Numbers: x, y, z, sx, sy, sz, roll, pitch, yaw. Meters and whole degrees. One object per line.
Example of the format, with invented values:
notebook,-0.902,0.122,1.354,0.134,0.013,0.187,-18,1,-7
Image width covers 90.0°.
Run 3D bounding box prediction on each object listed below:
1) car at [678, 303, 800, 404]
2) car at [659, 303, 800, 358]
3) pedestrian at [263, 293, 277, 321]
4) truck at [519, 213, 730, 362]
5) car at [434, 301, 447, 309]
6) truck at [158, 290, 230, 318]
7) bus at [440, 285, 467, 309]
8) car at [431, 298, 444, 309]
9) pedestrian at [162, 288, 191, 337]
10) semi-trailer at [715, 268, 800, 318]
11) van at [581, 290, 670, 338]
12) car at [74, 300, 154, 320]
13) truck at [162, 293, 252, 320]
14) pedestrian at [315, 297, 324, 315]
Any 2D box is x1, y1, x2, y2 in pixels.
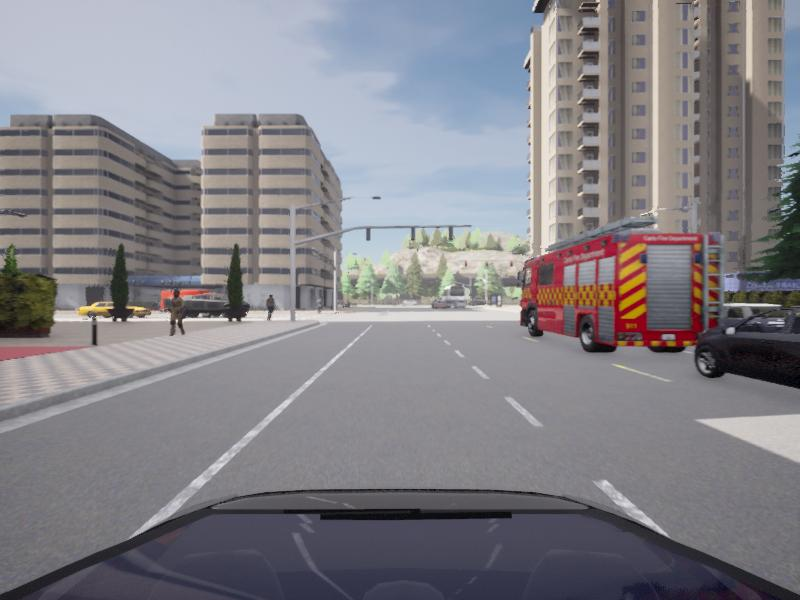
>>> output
car,7.002,0.824,6.921,1.845,1.501,3.633,0,0,0
car,10.500,0.849,12.772,1.970,1.475,3.806,0,0,0
pedestrian,-8.789,0.475,27.119,0.751,1.860,0.751,0,0,-2
truck,7.008,-0.326,14.487,2.891,3.827,8.468,0,0,0
car,7.001,0.830,69.347,1.970,1.475,3.806,0,0,0
truck,-18.732,0.344,36.644,5.204,2.467,2.627,0,0,1
bus,10.384,-0.561,78.406,3.944,4.253,10.273,0,0,0
car,7.005,0.627,75.365,1.932,1.855,4.605,0,0,0
pedestrian,-8.731,0.479,15.651,0.751,1.860,0.751,0,0,-3
semi-trailer,36.897,-0.629,36.228,14.254,4.402,2.717,0,0,2
van,10.501,0.592,19.069,1.775,1.987,4.442,0,0,0
car,-23.660,0.790,33.236,5.366,1.575,1.801,0,0,1
truck,-15.827,0.531,33.101,6.274,2.098,2.390,0,0,1
pedestrian,-8.200,0.623,40.909,0.751,1.860,0.751,0,0,-1
